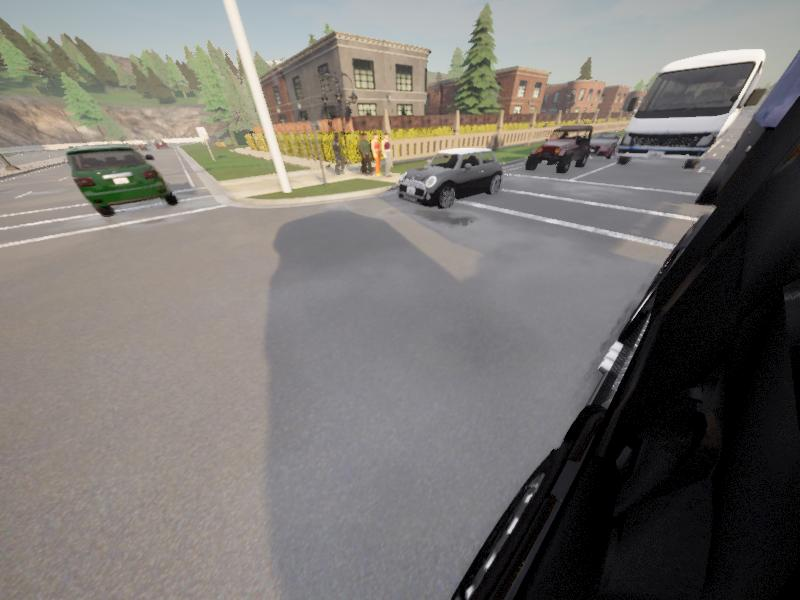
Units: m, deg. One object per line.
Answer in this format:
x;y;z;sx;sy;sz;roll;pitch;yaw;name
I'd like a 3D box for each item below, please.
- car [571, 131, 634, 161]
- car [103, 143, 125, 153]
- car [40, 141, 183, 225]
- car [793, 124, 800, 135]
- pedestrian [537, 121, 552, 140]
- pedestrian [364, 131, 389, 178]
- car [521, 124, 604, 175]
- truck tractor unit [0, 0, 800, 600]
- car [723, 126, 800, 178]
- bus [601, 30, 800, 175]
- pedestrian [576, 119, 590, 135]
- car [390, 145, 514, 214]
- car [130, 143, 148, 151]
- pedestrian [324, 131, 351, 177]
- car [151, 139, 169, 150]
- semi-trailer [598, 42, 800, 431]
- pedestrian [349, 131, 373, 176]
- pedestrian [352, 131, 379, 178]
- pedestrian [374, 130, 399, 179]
13.813;-10.592;15.752;4.181;1.385;1.994;-29;44;-31;car
-55.421;-29.548;44.865;1.837;1.490;4.892;-28;44;-29;car
-10.859;-4.890;9.063;2.150;2.045;5.566;-32;46;-33;car
43.243;-18.099;23.908;3.806;1.475;1.970;-28;44;-30;car
17.720;-20.779;28.348;0.751;1.860;0.751;-28;44;-30;pedestrian
-1.137;-7.131;11.328;0.751;1.860;0.751;21;43;28;pedestrian
8.529;-7.979;12.158;3.866;1.878;1.905;-28;44;-30;car
2.645;-0.295;0.351;6.516;4.208;3.053;-28;44;-30;truck tractor unit
17.046;-6.820;10.434;4.902;1.511;2.128;-28;44;-29;car
15.997;-10.086;12.554;10.273;4.253;3.944;-28;44;-30;bus
26.334;-24.850;33.250;0.751;1.860;0.751;-28;44;-30;pedestrian
1.819;-4.388;8.125;3.806;1.475;1.970;-26;43;-28;car
-53.804;-31.649;47.723;1.895;1.301;4.718;-28;44;-29;car
-3.121;-7.349;11.663;0.751;1.860;0.751;-27;43;-29;pedestrian
-52.681;-34.359;50.857;2.097;1.767;4.553;-27;43;-29;car
8.685;-3.612;4.245;14.254;4.402;2.717;-28;44;-30;semi-trailer
-1.932;-7.390;11.718;0.751;1.860;0.751;4;37;8;pedestrian
-1.642;-7.077;11.286;0.751;1.860;0.751;27;46;33;pedestrian
-0.615;-6.836;10.906;0.751;1.860;0.751;25;45;32;pedestrian
